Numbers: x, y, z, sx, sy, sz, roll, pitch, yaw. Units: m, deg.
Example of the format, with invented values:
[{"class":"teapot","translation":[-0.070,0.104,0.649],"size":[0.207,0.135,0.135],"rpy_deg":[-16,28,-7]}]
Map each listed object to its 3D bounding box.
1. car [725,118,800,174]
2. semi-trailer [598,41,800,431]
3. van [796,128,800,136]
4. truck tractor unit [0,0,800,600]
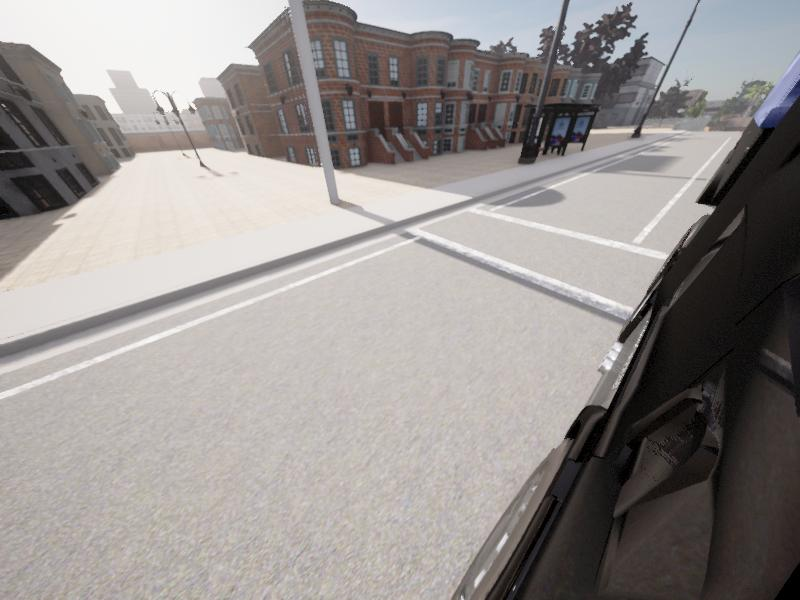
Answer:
[{"class":"car","translation":[17.537,-7.273,10.724],"size":[4.553,1.767,2.097],"rpy_deg":[-28,44,-30]},{"class":"semi-trailer","translation":[8.686,-3.619,4.232],"size":[14.254,4.402,2.717],"rpy_deg":[-28,44,-30]},{"class":"van","translation":[40.359,-17.048,21.670],"size":[5.915,2.561,1.988],"rpy_deg":[-28,44,-30]},{"class":"truck tractor unit","translation":[2.645,-0.295,0.352],"size":[6.516,4.208,3.053],"rpy_deg":[-28,44,-30]}]
